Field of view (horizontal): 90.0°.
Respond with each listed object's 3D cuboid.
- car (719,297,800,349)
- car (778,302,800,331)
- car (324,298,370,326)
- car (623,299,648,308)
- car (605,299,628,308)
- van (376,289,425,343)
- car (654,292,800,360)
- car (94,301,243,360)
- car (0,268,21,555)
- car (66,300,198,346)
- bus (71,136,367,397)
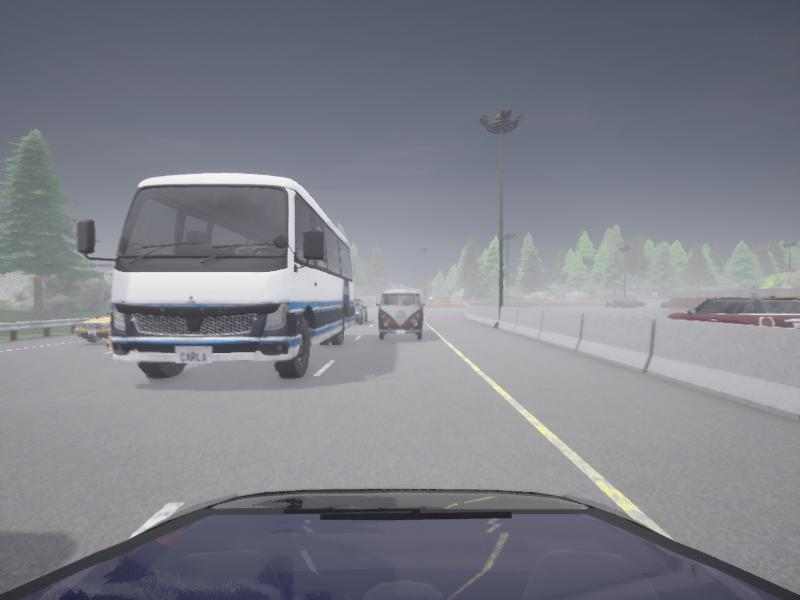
[{"bbox_3d":[14.004,0.744,13.847,2.242,1.667,4.611,0,0,0],"label":"car"},{"bbox_3d":[21.004,0.837,19.274,1.970,1.475,3.806,0,0,0],"label":"car"},{"bbox_3d":[-3.349,0.735,26.230,2.242,1.667,4.611,0,0,2],"label":"car"},{"bbox_3d":[40.906,0.667,69.470,3.633,1.501,1.845,-1,0,-23],"label":"car"},{"bbox_3d":[39.290,0.666,72.578,3.705,1.549,1.789,-1,0,-23],"label":"car"},{"bbox_3d":[0.026,0.585,16.768,1.775,1.987,4.442,0,0,0],"label":"van"},{"bbox_3d":[10.502,0.682,12.641,2.097,1.767,4.553,0,0,0],"label":"car"},{"bbox_3d":[-6.994,0.811,12.890,1.882,1.535,5.008,0,0,0],"label":"car"},{"bbox_3d":[-3.496,0.715,0.302,2.097,1.767,4.553,0,1,0],"label":"car"},{"bbox_3d":[-10.493,0.787,16.335,1.801,1.575,5.366,0,0,0],"label":"car"},{"bbox_3d":[-3.377,-0.544,11.643,3.944,4.253,10.273,0,0,0],"label":"bus"}]
